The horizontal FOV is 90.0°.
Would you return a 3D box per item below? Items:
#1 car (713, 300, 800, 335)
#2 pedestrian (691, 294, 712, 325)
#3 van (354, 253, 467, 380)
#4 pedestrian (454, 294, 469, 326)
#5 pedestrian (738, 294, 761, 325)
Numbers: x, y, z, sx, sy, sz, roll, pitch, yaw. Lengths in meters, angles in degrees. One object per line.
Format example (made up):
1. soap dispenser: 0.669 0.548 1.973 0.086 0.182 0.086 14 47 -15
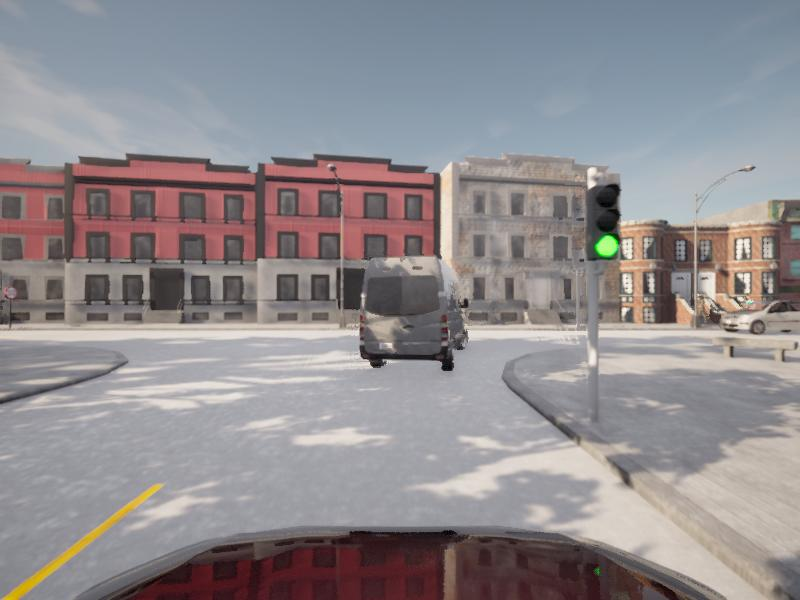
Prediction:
1. car: 17.873 0.815 19.353 3.988 1.617 1.851 0 0 0
2. pedestrian: 18.314 0.567 24.308 0.751 1.860 0.751 0 0 -6
3. van: 0.677 0.339 11.133 1.988 2.561 5.915 -1 0 13
4. pedestrian: 3.630 0.566 23.638 0.751 1.860 0.751 0 0 -6
5. pedestrian: 21.160 0.567 24.225 0.751 1.860 0.751 0 0 -10
